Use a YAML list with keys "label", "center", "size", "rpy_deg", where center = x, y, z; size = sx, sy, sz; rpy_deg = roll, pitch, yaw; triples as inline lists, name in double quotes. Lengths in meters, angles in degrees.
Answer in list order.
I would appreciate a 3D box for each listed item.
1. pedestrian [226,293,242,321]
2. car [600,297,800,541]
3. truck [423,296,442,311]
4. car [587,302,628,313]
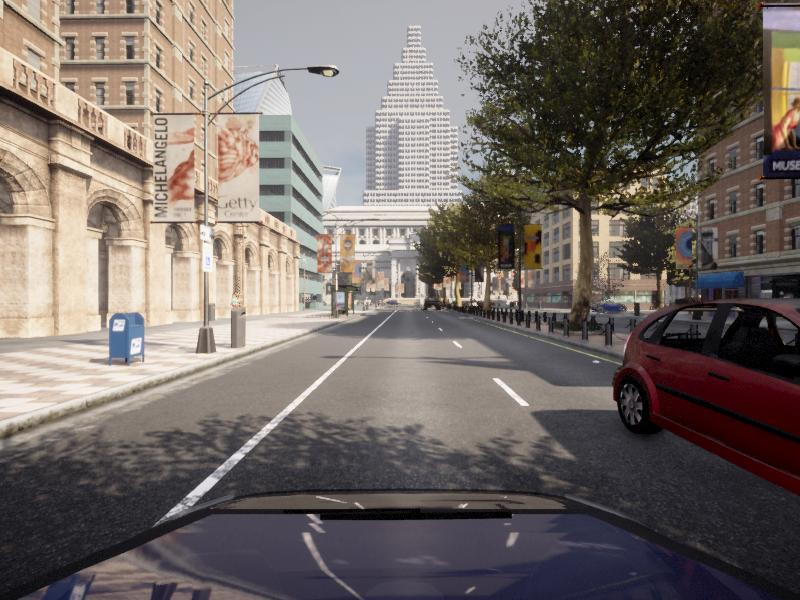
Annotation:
- label: "pedestrian"
  center: [-11.442, 0.485, 27.592]
  size: [0.751, 1.860, 0.751]
  rpy_deg: [0, 0, 0]
- label: "car"
  center: [3.587, 0.788, 3.390]
  size: [1.851, 1.617, 3.988]
  rpy_deg: [0, 0, 1]
- label: "truck"
  center: [4.680, 0.542, 58.804]
  size: [2.390, 2.098, 6.274]
  rpy_deg: [0, 0, 1]
- label: "car"
  center: [26.539, 0.908, 51.310]
  size: [4.181, 1.385, 1.994]
  rpy_deg: [0, 0, 2]
